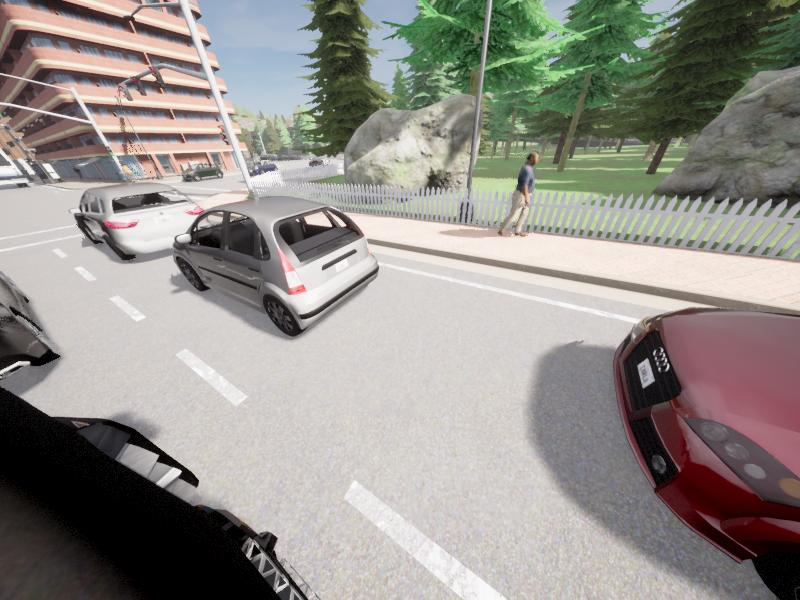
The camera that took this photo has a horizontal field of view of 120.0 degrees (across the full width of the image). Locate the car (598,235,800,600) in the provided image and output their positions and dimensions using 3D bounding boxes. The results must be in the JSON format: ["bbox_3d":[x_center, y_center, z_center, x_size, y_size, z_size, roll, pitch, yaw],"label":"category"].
[{"bbox_3d":[3.739,1.000,0.915,4.181,1.385,1.994,18,39,28],"label":"car"}]

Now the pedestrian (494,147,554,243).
[{"bbox_3d":[2.795,-2.371,5.301,0.751,1.860,0.751,16,38,26],"label":"pedestrian"}]

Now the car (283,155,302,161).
[{"bbox_3d":[-31.811,-42.094,68.441,5.357,1.411,2.033,17,38,27],"label":"car"}]

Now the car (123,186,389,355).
[{"bbox_3d":[-2.423,-0.927,4.080,3.988,1.617,1.851,16,38,27],"label":"car"}]

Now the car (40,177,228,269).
[{"bbox_3d":[-7.909,-2.585,6.948,4.611,1.667,2.242,17,38,27],"label":"car"}]

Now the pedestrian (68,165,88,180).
[{"bbox_3d":[-44.821,-17.761,32.177,0.751,1.860,0.751,16,38,26],"label":"pedestrian"}]

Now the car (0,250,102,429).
[{"bbox_3d":[-6.322,0.219,2.745,4.902,1.511,2.128,16,38,26],"label":"car"}]

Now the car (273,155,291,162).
[{"bbox_3d":[-33.551,-40.389,65.922,4.892,1.490,1.837,17,38,27],"label":"car"}]

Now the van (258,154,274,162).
[{"bbox_3d":[-40.267,-42.603,69.340,4.442,1.987,1.775,17,38,27],"label":"van"}]

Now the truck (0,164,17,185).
[{"bbox_3d":[-61.559,-19.269,34.284,8.468,3.827,2.891,16,38,27],"label":"truck"}]

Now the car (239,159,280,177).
[{"bbox_3d":[-16.472,-15.682,27.411,1.970,1.475,3.806,4,34,10],"label":"car"}]

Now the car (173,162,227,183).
[{"bbox_3d":[-21.158,-13.658,24.657,1.789,1.549,3.705,9,35,17],"label":"car"}]

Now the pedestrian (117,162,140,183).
[{"bbox_3d":[-28.172,-13.245,23.983,0.751,1.860,0.751,20,40,31],"label":"pedestrian"}]

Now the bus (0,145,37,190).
[{"bbox_3d":[-49.467,-15.796,27.736,10.273,4.253,3.944,16,38,27],"label":"bus"}]

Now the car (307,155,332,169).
[{"bbox_3d":[-12.014,-20.872,34.830,2.038,1.542,4.974,-2,33,2],"label":"car"}]
